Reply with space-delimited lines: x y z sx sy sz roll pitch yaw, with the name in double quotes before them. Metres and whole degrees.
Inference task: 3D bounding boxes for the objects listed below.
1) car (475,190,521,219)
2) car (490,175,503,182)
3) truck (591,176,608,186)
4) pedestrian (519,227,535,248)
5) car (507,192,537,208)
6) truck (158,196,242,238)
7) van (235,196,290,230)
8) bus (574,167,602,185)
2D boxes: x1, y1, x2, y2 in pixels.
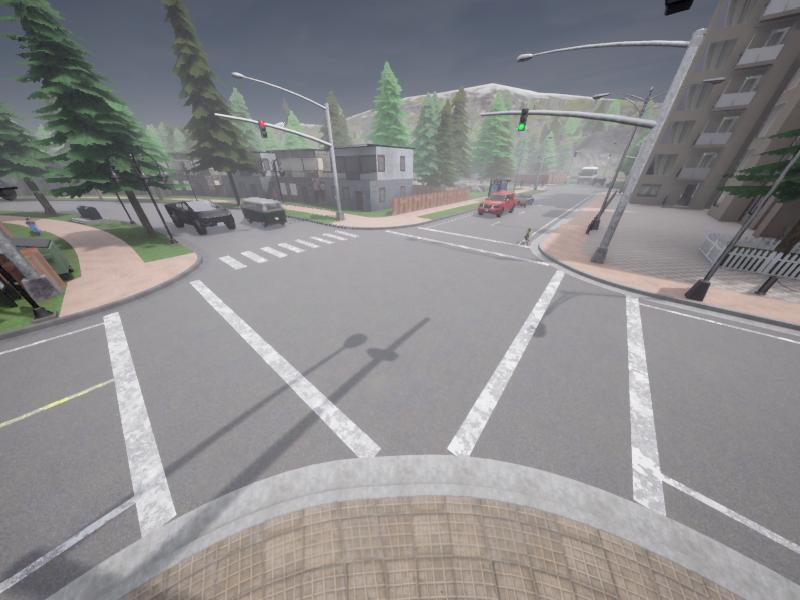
"car" 10.071 -9.866 23.608 2.150 2.045 5.566 24 38 35
"car" 29.590 -37.325 71.038 1.932 1.855 4.605 23 37 34
"truck" 52.942 -31.626 61.246 2.390 2.098 6.274 24 38 35
"pedestrian" 7.705 -3.825 14.043 0.500 1.100 0.500 20 36 31
"car" 15.349 -12.575 28.979 1.994 1.385 4.181 24 38 35
"truck" -15.490 -6.599 17.860 6.274 2.098 2.390 18 34 28
"van" -11.455 -7.305 19.194 4.442 1.987 1.775 20 36 31
"bus" 53.958 -35.694 66.140 3.944 4.253 10.273 24 38 35
